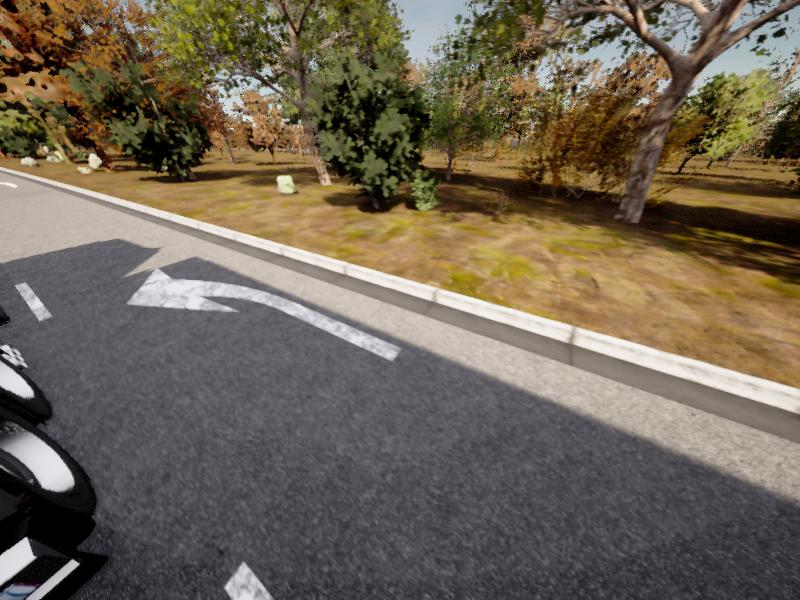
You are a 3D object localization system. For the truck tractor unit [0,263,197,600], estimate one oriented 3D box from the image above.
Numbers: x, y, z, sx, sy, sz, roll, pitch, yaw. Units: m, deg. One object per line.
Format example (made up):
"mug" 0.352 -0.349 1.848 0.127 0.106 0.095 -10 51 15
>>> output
"truck tractor unit" -5.110 -0.303 0.780 6.516 4.208 3.053 18 39 24
